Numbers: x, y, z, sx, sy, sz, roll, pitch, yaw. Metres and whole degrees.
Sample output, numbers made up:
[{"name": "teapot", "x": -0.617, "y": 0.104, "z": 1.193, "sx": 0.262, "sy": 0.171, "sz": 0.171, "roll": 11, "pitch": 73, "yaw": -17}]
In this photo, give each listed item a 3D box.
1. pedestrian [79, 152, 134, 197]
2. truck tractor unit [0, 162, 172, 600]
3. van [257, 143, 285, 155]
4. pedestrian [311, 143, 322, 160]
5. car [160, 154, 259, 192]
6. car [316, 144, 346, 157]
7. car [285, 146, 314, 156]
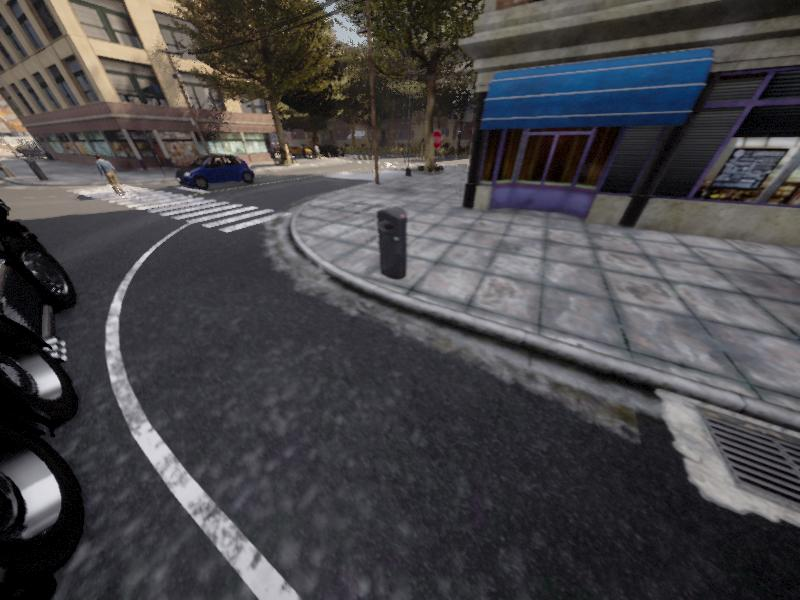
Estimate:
[{"name": "pedestrian", "x": -14.312, "y": -6.139, "z": 11.340, "sx": 0.751, "sy": 1.860, "sz": 0.751, "roll": 16, "pitch": 38, "yaw": 22}, {"name": "truck tractor unit", "x": -4.931, "y": -0.446, "z": 1.007, "sx": 6.516, "sy": 4.208, "sz": 3.053, "roll": 25, "pitch": 42, "yaw": 32}, {"name": "van", "x": -25.691, "y": -30.119, "z": 46.010, "sx": 4.480, "sy": 2.038, "sz": 2.069, "roll": 17, "pitch": 38, "yaw": 23}, {"name": "pedestrian", "x": -11.386, "y": -20.337, "z": 31.607, "sx": 0.751, "sy": 1.860, "sz": 0.751, "roll": 11, "pitch": 36, "yaw": 15}, {"name": "car", "x": -11.347, "y": -7.916, "z": 14.159, "sx": 1.851, "sy": 1.617, "sz": 3.988, "roll": 19, "pitch": 39, "yaw": 25}, {"name": "car", "x": -11.857, "y": -25.819, "z": 39.841, "sx": 4.605, "sy": 1.855, "sz": 1.932, "roll": 17, "pitch": 38, "yaw": 23}, {"name": "car", "x": -18.800, "y": -27.804, "z": 43.057, "sx": 5.008, "sy": 1.535, "sz": 1.882, "roll": 17, "pitch": 38, "yaw": 23}]
